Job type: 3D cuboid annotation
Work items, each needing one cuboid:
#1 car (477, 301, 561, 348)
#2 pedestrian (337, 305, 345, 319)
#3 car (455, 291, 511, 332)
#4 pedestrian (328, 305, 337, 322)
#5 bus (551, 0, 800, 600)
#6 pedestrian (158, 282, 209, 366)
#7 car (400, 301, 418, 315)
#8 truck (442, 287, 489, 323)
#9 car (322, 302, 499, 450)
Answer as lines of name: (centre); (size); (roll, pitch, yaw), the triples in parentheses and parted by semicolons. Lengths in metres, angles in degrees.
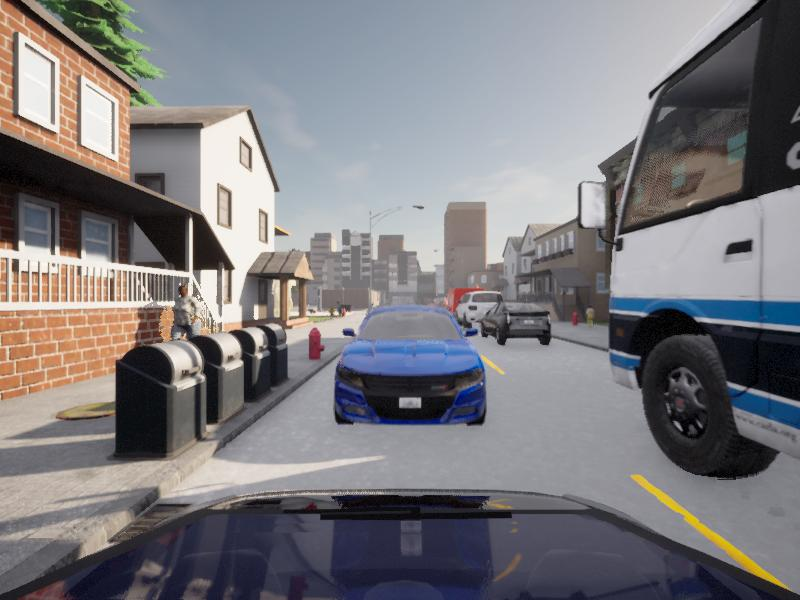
car: (4.358, 0.829, 15.497); (2.007, 1.525, 4.514); (0, 0, 1)
pedestrian: (-4.506, 0.914, 30.377); (0.500, 1.100, 0.500); (0, 0, 3)
car: (4.537, 0.569, 22.777); (2.150, 2.045, 5.566); (0, 0, 1)
pedestrian: (-4.616, 0.914, 27.256); (0.500, 1.100, 0.500); (0, 0, 2)
bus: (3.898, -0.525, 0.170); (3.944, 4.253, 10.273); (0, 1, 1)
pedestrian: (-5.012, 0.533, 9.299); (0.751, 1.860, 0.751); (0, 0, 2)
car: (1.009, 0.844, 45.135); (1.837, 1.490, 4.892); (0, 0, 1)
truck: (4.794, 0.357, 30.240); (2.627, 2.467, 5.204); (0, 0, 0)
car: (0.164, 0.823, 6.760); (1.882, 1.535, 5.008); (0, 0, 1)
